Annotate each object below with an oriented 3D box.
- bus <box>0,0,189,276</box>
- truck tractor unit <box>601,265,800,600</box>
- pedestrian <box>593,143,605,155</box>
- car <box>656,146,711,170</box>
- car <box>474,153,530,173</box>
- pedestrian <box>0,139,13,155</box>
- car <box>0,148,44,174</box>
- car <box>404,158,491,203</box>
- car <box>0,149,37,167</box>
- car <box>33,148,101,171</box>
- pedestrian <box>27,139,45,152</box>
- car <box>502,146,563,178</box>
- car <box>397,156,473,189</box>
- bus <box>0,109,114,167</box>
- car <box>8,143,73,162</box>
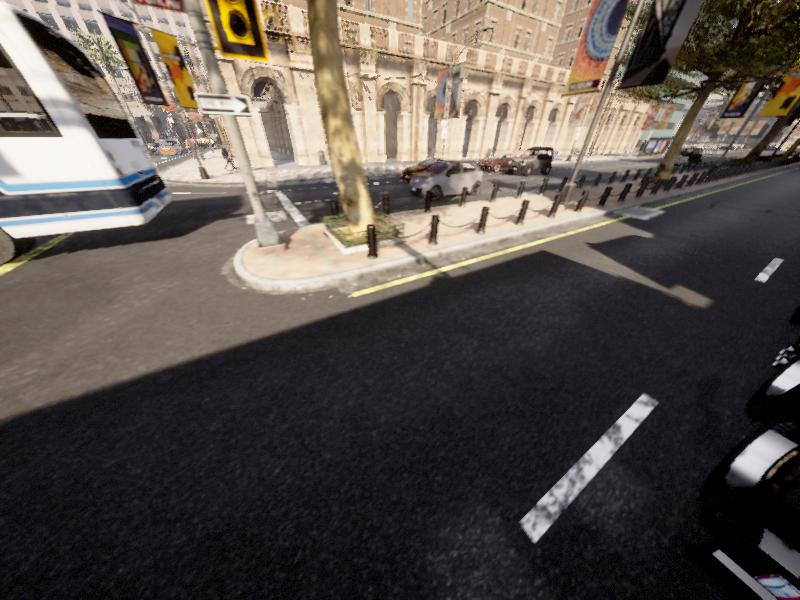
[{"bbox_3d":[-11.250,-2.499,3.778,10.273,4.253,3.944,-18,39,-24],"label":"bus"},{"bbox_3d":[5.117,-0.293,0.778,6.516,4.208,3.053,-18,39,-24],"label":"truck tractor unit"},{"bbox_3d":[35.660,-27.095,41.414,0.751,1.860,0.751,-12,37,-17],"label":"pedestrian"},{"bbox_3d":[29.076,-14.630,23.703,4.605,1.855,1.932,-18,39,-24],"label":"car"},{"bbox_3d":[9.204,-12.418,20.830,4.718,1.301,1.895,-18,39,-24],"label":"car"},{"bbox_3d":[-56.653,-21.703,32.759,0.751,1.860,0.751,-21,40,-28],"label":"pedestrian"},{"bbox_3d":[-31.830,-11.039,18.252,2.038,1.542,4.974,-18,39,-25],"label":"car"},{"bbox_3d":[2.211,-5.817,11.064,3.633,1.501,1.845,-18,39,-24],"label":"car"},{"bbox_3d":[-38.829,-13.882,22.481,1.895,1.301,4.718,-18,39,-24],"label":"car"},{"bbox_3d":[-29.502,-12.683,20.689,1.816,1.474,4.193,-18,39,-24],"label":"car"},{"bbox_3d":[-63.324,-26.934,40.222,0.751,1.860,0.751,-21,40,-28],"label":"pedestrian"},{"bbox_3d":[10.307,-10.878,18.108,3.866,1.878,1.905,-18,39,-24],"label":"car"},{"bbox_3d":[2.127,-8.020,14.377,4.181,1.385,1.994,-18,39,-24],"label":"car"},{"bbox_3d":[-36.829,-17.256,24.766,3.944,4.253,10.273,-18,39,-24],"label":"bus"},{"bbox_3d":[-42.302,-17.541,27.384,2.242,1.667,4.611,-18,39,-24],"label":"car"}]
